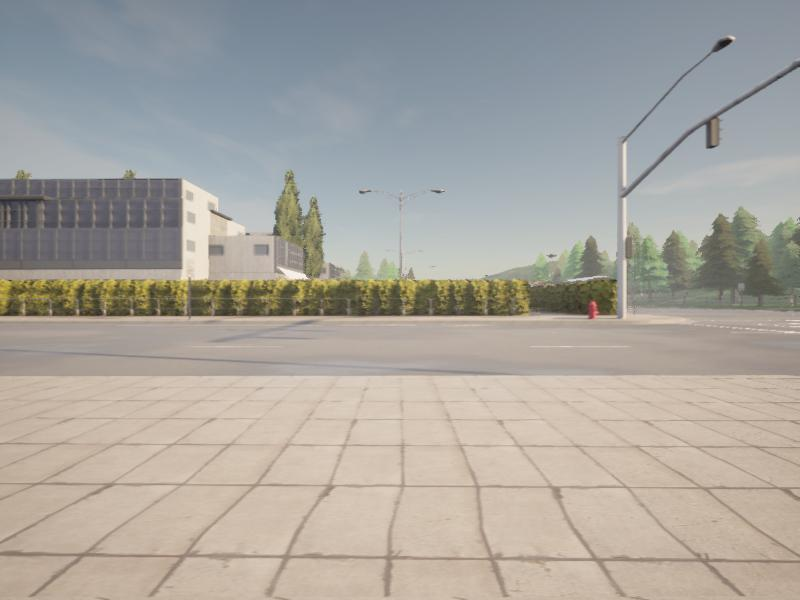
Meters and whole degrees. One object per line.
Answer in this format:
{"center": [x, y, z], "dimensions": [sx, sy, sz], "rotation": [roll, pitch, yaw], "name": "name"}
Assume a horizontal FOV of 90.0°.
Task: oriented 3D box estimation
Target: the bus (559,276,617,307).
{"center": [27.743, -1.158, 59.694], "dimensions": [3.944, 4.253, 10.273], "rotation": [0, 0, 1], "name": "bus"}

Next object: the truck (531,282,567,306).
{"center": [24.473, -0.948, 66.203], "dimensions": [2.891, 3.827, 8.468], "rotation": [0, 0, 1], "name": "truck"}
